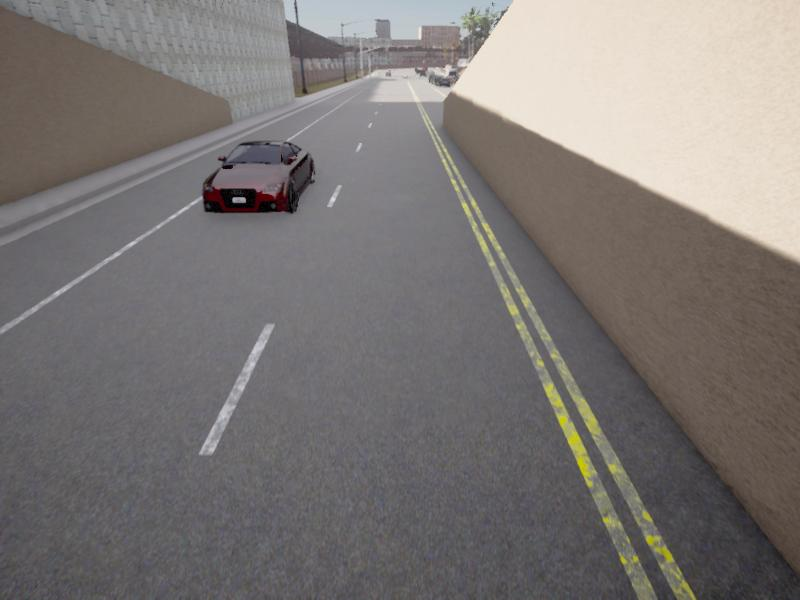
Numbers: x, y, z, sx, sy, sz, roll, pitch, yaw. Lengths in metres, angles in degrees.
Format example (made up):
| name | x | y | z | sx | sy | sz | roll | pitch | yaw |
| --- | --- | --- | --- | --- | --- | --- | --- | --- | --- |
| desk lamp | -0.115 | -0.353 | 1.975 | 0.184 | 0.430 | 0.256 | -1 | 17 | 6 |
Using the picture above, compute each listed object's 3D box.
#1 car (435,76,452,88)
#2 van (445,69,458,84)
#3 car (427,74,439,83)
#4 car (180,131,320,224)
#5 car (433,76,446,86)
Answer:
| name | x | y | z | sx | sy | sz | roll | pitch | yaw |
| --- | --- | --- | --- | --- | --- | --- | --- | --- | --- |
| car | 7.115 | -35.816 | 65.682 | 2.007 | 1.525 | 4.514 | -2 | 30 | -3 |
| van | 10.453 | -45.897 | 81.905 | 1.988 | 2.561 | 5.915 | 0 | 30 | 0 |
| car | 6.961 | -46.450 | 83.868 | 2.128 | 1.511 | 4.902 | 0 | 30 | 0 |
| car | -3.505 | -3.340 | 10.344 | 1.994 | 1.385 | 4.181 | 0 | 30 | 0 |
| car | 6.977 | -39.268 | 71.613 | 1.837 | 1.490 | 4.892 | 0 | 30 | 0 |
